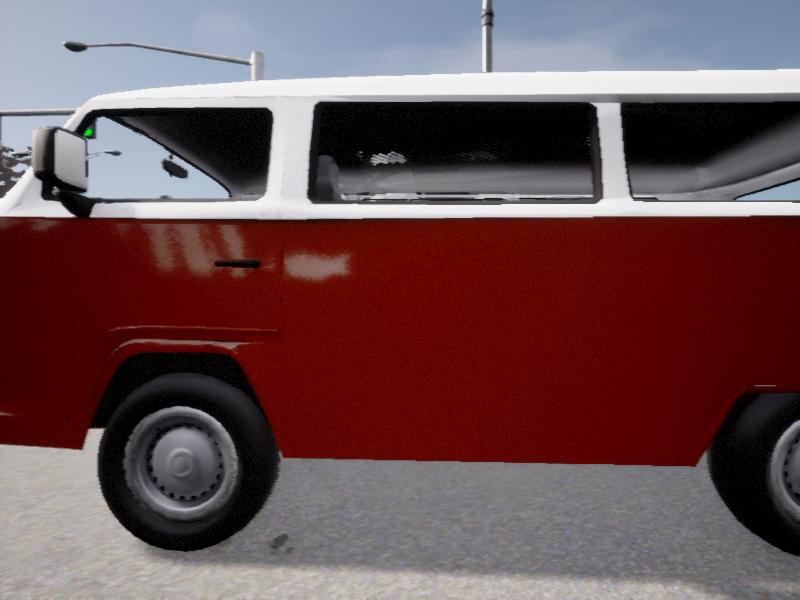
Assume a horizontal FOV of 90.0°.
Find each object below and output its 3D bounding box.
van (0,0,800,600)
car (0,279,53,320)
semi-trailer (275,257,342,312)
[{"bbox_3d":[0.350,-0.027,2.343,4.480,2.038,2.069,0,0,2],"label":"van"},{"bbox_3d":[-20.984,-0.046,20.086,2.150,2.045,5.566,0,0,3],"label":"car"},{"bbox_3d":[-8.488,-1.238,39.607,2.717,4.402,14.254,0,0,3],"label":"semi-trailer"}]
